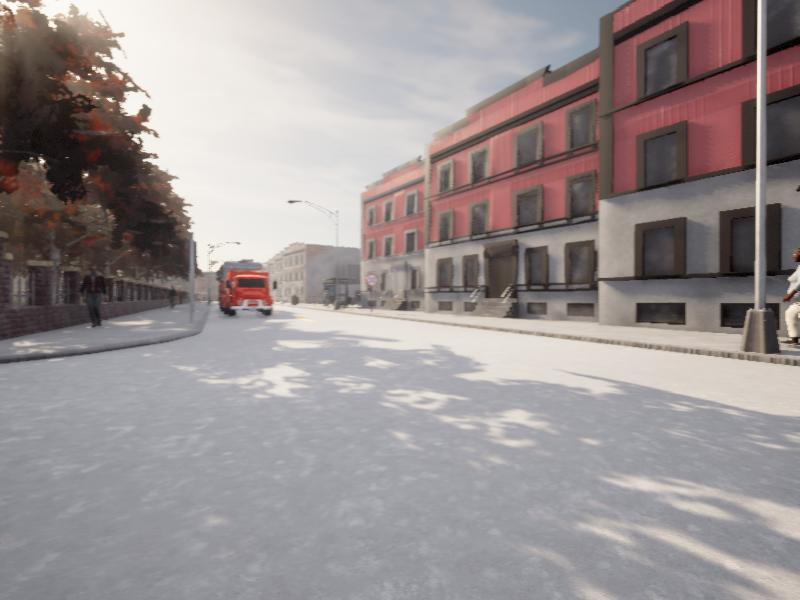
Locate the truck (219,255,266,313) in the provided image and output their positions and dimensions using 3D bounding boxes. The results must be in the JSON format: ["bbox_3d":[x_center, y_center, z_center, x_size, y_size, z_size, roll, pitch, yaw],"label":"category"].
[{"bbox_3d":[-12.431,-1.092,31.064,2.891,3.827,8.468,0,0,-25],"label":"truck"}]

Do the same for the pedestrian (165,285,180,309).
[{"bbox_3d":[-17.937,-0.251,31.554,0.751,1.860,0.751,0,0,-2],"label":"pedestrian"}]

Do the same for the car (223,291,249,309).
[{"bbox_3d":[-15.987,-0.032,38.822,2.152,1.651,5.027,0,0,-25],"label":"car"}]

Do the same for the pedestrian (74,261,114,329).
[{"bbox_3d":[-8.717,-0.142,11.428,0.751,1.860,0.751,0,0,-26],"label":"pedestrian"}]

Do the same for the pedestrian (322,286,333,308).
[{"bbox_3d":[-6.412,-0.245,35.236,0.751,1.860,0.751,0,0,-34],"label":"pedestrian"}]

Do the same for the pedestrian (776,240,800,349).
[{"bbox_3d":[7.129,-0.092,6.929,0.751,1.860,0.751,0,0,-34],"label":"pedestrian"}]

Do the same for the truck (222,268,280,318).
[{"bbox_3d":[-8.608,-0.370,22.742,2.627,2.467,5.204,0,0,-25],"label":"truck"}]

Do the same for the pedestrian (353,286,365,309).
[{"bbox_3d":[-3.389,-0.230,33.000,0.751,1.860,0.751,0,0,-28],"label":"pedestrian"}]
